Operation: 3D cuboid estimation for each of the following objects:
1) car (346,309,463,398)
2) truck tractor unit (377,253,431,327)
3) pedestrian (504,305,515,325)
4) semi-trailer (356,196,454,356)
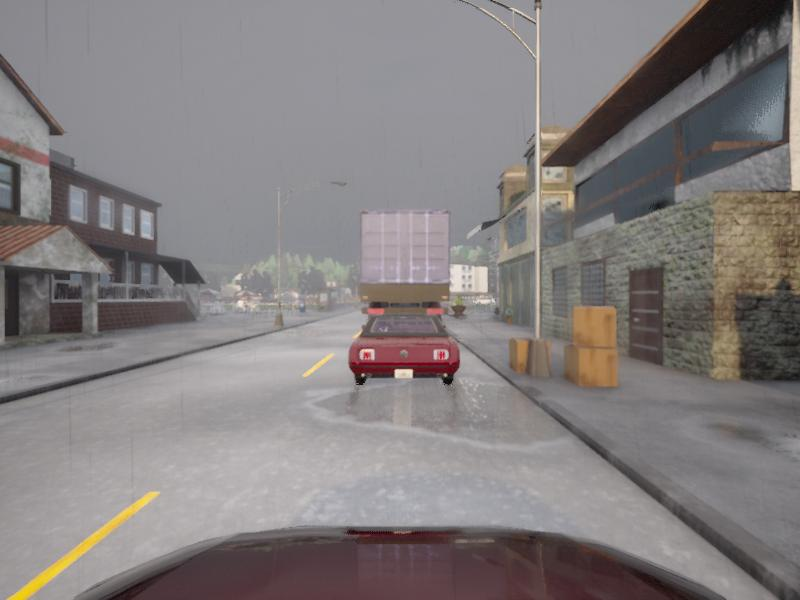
[{"bbox_3d":[0.086,0.923,8.821,1.895,1.301,4.718,0,0,0],"label":"car"},{"bbox_3d":[0.262,-0.598,26.103,3.053,4.208,6.516,0,0,1],"label":"truck tractor unit"},{"bbox_3d":[6.218,0.844,22.739,0.500,1.100,0.500,0,0,3],"label":"pedestrian"},{"bbox_3d":[0.198,-0.674,18.190,2.717,4.402,14.254,0,0,0],"label":"semi-trailer"}]
